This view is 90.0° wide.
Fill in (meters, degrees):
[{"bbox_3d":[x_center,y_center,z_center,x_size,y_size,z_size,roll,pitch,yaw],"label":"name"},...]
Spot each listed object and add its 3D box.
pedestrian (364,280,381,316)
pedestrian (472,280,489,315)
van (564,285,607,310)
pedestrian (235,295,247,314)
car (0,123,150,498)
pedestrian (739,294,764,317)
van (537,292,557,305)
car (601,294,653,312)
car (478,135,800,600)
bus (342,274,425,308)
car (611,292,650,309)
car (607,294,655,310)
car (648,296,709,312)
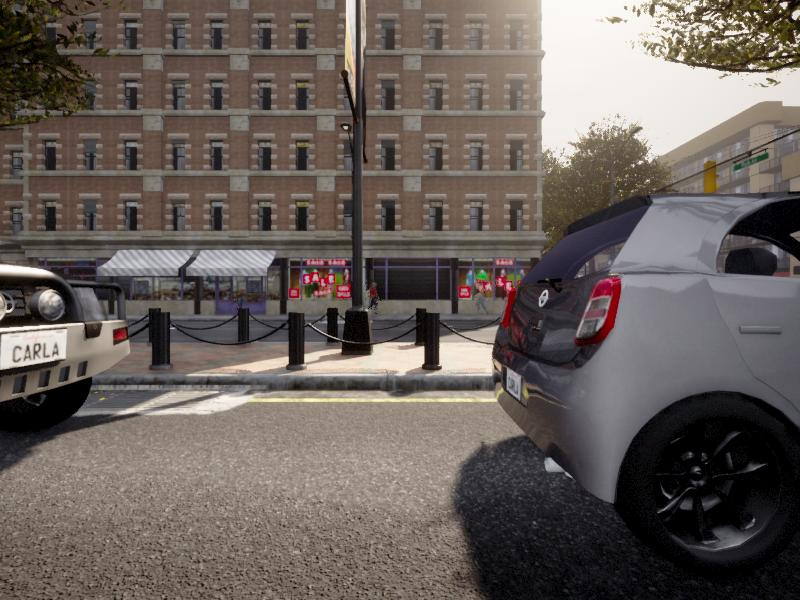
[{"bbox_3d":[-1.452,-0.115,21.311,0.751,1.860,0.751,0,0,8],"label":"pedestrian"},{"bbox_3d":[4.344,-0.116,21.611,0.751,1.860,0.751,0,0,-1],"label":"pedestrian"},{"bbox_3d":[20.136,-0.280,43.771,1.988,2.561,5.915,0,0,0],"label":"van"},{"bbox_3d":[-9.159,0.266,22.996,0.500,1.100,0.500,0,0,1],"label":"pedestrian"},{"bbox_3d":[-4.281,0.053,2.201,4.605,1.855,1.932,0,0,0],"label":"car"},{"bbox_3d":[19.881,0.314,22.626,0.751,1.300,0.751,0,0,5],"label":"pedestrian"},{"bbox_3d":[30.422,-0.286,83.072,1.988,2.561,5.915,0,0,0],"label":"van"},{"bbox_3d":[20.184,0.242,35.853,1.837,1.490,4.892,0,0,0],"label":"car"},{"bbox_3d":[2.425,0.226,2.192,3.633,1.501,1.845,0,0,0],"label":"car"},{"bbox_3d":[-2.059,-1.133,51.914,10.273,4.253,3.944,0,0,0],"label":"bus"},{"bbox_3d":[27.115,0.051,47.165,1.932,1.855,4.605,0,0,0],"label":"car"},{"bbox_3d":[23.652,0.198,41.198,1.801,1.575,5.366,0,0,0],"label":"car"},{"bbox_3d":[23.693,0.341,34.300,1.895,1.301,4.718,0,0,0],"label":"car"}]
